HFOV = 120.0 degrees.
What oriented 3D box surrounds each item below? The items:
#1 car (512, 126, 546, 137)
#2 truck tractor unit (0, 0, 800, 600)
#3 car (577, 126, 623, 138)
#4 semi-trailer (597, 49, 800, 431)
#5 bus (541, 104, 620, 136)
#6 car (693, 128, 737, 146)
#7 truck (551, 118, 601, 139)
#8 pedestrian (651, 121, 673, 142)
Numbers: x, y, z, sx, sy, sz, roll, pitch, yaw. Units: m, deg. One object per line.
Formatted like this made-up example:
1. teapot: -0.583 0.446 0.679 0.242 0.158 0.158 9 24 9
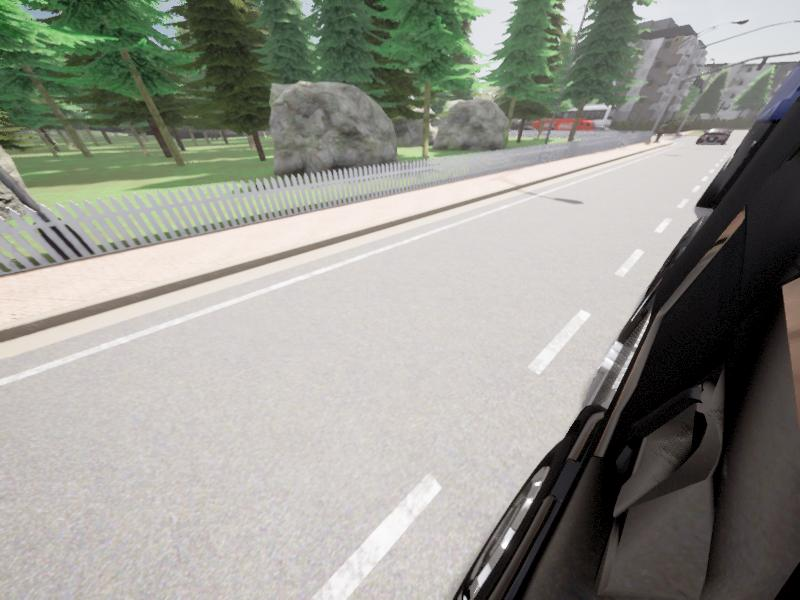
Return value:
1. car: 23.001 -30.129 41.382 1.837 1.490 4.892 -26 44 -29
2. truck tractor unit: 2.645 -0.295 0.352 6.516 4.208 3.053 -28 44 -30
3. car: 31.785 -26.842 36.839 2.128 1.511 4.902 -26 44 -29
4. semi-trailer: 8.751 -3.513 4.258 14.254 4.402 2.717 -27 44 -30
5. bus: 33.276 -33.560 43.380 3.944 4.253 10.273 -26 44 -29
6. car: 32.111 -16.663 23.553 4.181 1.385 1.994 -27 44 -30
7. truck: 27.507 -27.053 36.423 2.627 2.467 5.204 -26 44 -29
8. pedestrian: 28.256 -18.173 24.936 0.751 1.860 0.751 -27 44 -30
